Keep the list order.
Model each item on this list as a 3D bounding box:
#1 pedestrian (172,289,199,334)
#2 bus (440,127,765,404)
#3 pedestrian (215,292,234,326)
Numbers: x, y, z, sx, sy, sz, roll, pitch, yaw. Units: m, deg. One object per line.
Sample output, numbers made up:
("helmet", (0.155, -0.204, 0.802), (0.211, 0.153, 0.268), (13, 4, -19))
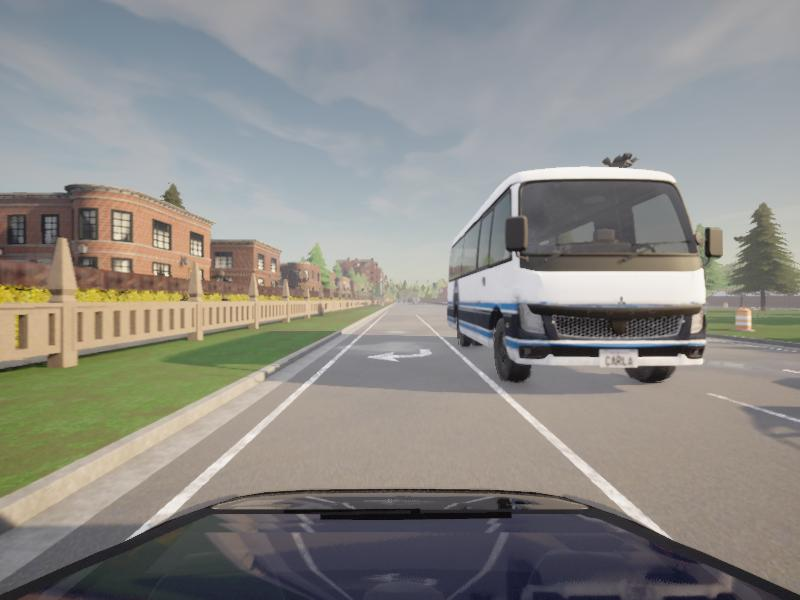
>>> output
("pedestrian", (-9.222, 0.486, 17.229), (0.751, 1.860, 0.751), (0, 0, 0))
("bus", (3.622, -0.533, 11.266), (3.944, 4.253, 10.273), (0, 0, 0))
("pedestrian", (-9.896, 0.487, 22.548), (0.751, 1.860, 0.751), (0, 0, -1))
